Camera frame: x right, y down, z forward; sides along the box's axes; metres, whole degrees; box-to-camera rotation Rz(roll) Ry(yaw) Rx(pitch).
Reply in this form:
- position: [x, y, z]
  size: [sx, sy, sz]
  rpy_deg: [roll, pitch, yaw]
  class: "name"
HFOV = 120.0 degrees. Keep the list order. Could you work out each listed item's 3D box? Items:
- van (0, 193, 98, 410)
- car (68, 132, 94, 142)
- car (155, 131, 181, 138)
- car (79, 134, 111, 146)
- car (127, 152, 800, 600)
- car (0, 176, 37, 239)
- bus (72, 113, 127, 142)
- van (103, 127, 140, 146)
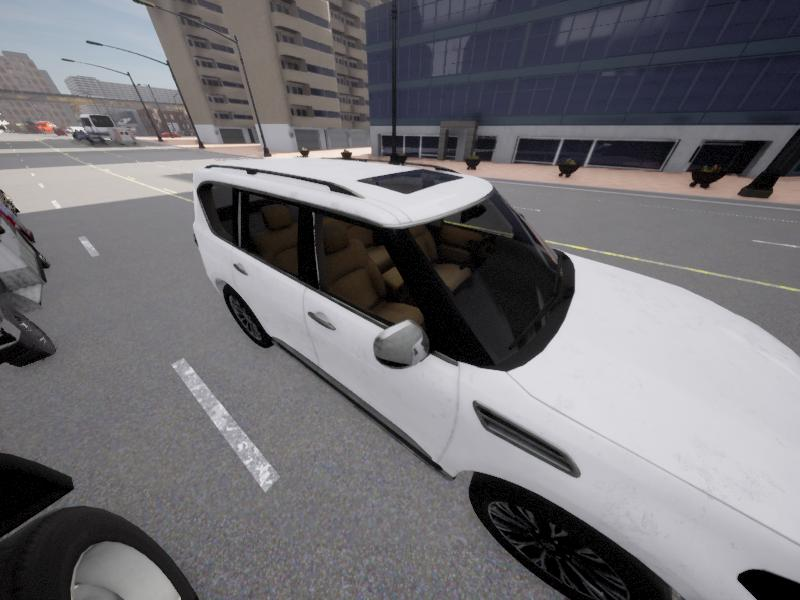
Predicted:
- position: [-6.906, -0.730, 2.806]
  size: [6.366, 2.431, 2.351]
  rpy_deg: [22, 41, 28]
  class: "van"
- position: [-61.846, -31.694, 44.765]
  size: [5.357, 1.411, 2.033]
  rpy_deg: [24, 41, 27]
  class: "car"
- position: [-67.579, -48.232, 67.318]
  size: [2.242, 1.667, 4.611]
  rpy_deg: [24, 42, 29]
  class: "car"
- position: [-51.413, -27.028, 38.937]
  size: [4.902, 1.511, 2.128]
  rpy_deg: [24, 42, 27]
  class: "car"
- position: [-0.019, -0.211, 2.438]
  size: [5.566, 2.045, 2.150]
  rpy_deg: [23, 41, 28]
  class: "car"
- position: [-12.930, -2.858, 6.572]
  size: [4.902, 1.511, 2.128]
  rpy_deg: [23, 41, 28]
  class: "car"
- position: [-60.716, -34.809, 46.665]
  size: [10.273, 4.253, 3.944]
  rpy_deg: [24, 41, 27]
  class: "bus"
- position: [-49.518, -29.133, 41.064]
  size: [6.366, 2.431, 2.351]
  rpy_deg: [24, 42, 27]
  class: "van"
